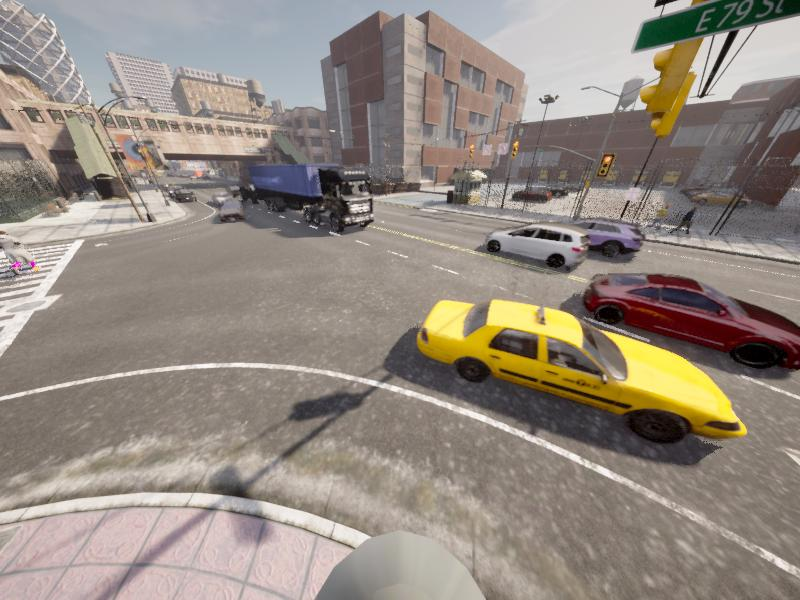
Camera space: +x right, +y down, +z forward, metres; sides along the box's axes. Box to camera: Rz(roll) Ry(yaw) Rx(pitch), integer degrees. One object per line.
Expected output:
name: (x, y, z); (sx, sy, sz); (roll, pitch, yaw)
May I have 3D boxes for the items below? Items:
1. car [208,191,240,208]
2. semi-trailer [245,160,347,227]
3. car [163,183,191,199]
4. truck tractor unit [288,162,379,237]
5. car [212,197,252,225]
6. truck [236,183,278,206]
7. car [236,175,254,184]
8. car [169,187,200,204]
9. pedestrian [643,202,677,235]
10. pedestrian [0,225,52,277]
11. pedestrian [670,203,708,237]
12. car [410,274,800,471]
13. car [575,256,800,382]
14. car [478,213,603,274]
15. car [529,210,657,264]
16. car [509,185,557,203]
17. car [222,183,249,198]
car: (-21.057, -12.054, 27.588); (1.895, 1.301, 4.718); (-25, 39, -37)
semi-trailer: (-10.431, -10.566, 21.883); (2.717, 4.402, 14.254); (-26, 39, -37)
car: (-33.366, -16.355, 34.546); (2.185, 1.767, 4.553); (-27, 39, -38)
truck tractor unit: (-4.891, -7.656, 17.034); (3.053, 4.208, 6.516); (-26, 39, -38)
car: (-14.639, -8.007, 20.480); (2.033, 1.411, 5.357); (-14, 33, -23)
truck: (-18.173, -13.453, 29.207); (2.390, 2.098, 6.274); (-26, 39, -37)
car: (-42.132, -32.797, 62.773); (2.435, 2.045, 5.566); (-27, 39, -38)
car: (-28.751, -14.010, 30.735); (2.097, 1.535, 5.008); (-27, 39, -38)
pedestrian: (16.876, -5.320, 15.007); (0.751, 1.860, 0.751); (-23, 37, -34)
pedestrian: (-15.975, -2.037, 9.624); (0.751, 1.860, 0.751); (-21, 36, -32)
pedestrian: (18.061, -5.030, 14.505); (0.751, 1.860, 0.751); (22, 37, 33)
car: (3.052, 0.950, 4.786); (5.366, 1.575, 1.801); (12, 32, 21)
car: (7.675, 0.167, 6.347); (4.181, 1.385, 1.994); (22, 36, 32)
car: (6.754, -3.055, 11.627); (2.242, 1.667, 4.611); (-25, 38, -36)
car: (10.309, -3.688, 12.764); (2.033, 1.649, 4.856); (-25, 38, -36)
car: (17.025, -13.733, 29.804); (2.185, 1.767, 4.553); (-27, 39, -38)
car: (-25.414, -16.920, 35.670); (1.930, 1.638, 5.238); (-26, 39, -37)
